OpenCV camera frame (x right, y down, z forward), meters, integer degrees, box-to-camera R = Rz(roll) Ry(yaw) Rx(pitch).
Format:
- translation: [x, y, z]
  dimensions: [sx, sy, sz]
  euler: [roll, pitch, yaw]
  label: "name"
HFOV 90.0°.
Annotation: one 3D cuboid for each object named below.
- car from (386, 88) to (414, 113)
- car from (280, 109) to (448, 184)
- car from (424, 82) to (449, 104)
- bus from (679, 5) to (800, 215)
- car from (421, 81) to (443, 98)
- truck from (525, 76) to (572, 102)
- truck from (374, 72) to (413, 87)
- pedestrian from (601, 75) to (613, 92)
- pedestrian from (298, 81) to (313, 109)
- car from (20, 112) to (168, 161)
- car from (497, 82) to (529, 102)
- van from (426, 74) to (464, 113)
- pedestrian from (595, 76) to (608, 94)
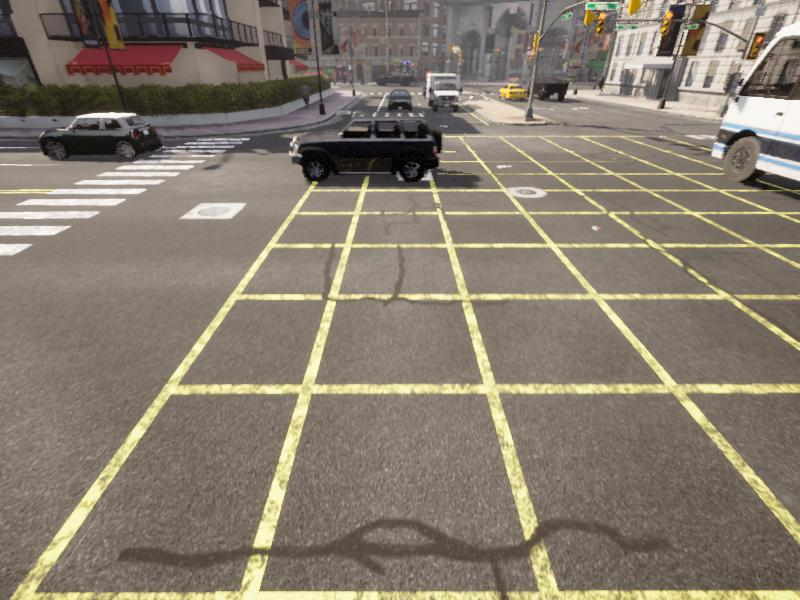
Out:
- translation: [0.010, -16.165, 32.277]
  dimensions: [2.033, 1.411, 5.357]
  euler: [0, 30, 0]
  label: "car"
- translation: [-0.988, -4.747, 12.262]
  dimensions: [4.605, 1.855, 1.932]
  euler: [0, 30, 0]
  label: "car"
- translation: [3.513, -20.369, 39.237]
  dimensions: [2.033, 1.649, 4.856]
  euler: [0, 30, 0]
  label: "car"
- translation: [11.382, -3.630, 8.002]
  dimensions: [3.944, 4.253, 10.273]
  euler: [0, 31, 0]
  label: "bus"
- translation: [3.560, -23.946, 45.472]
  dimensions: [2.128, 1.511, 4.902]
  euler: [0, 30, 0]
  label: "car"
- translation: [15.014, -21.669, 40.994]
  dimensions: [2.390, 2.098, 6.274]
  euler: [0, 30, 0]
  label: "truck"
- translation: [-1.090, -37.411, 67.922]
  dimensions: [6.274, 2.098, 2.390]
  euler: [8, 31, 13]
  label: "truck"
- translation: [26.724, -27.991, 51.694]
  dimensions: [0.751, 1.860, 0.751]
  euler: [2, 30, 3]
  label: "pedestrian"
- translation: [-7.202, -15.663, 30.608]
  dimensions: [0.751, 1.860, 0.751]
  euler: [0, 30, 0]
  label: "pedestrian"
- translation: [-11.497, -6.311, 15.338]
  dimensions: [3.806, 1.475, 1.970]
  euler: [0, 30, 0]
  label: "car"
- translation: [11.514, -21.499, 41.215]
  dimensions: [1.801, 1.575, 5.366]
  euler: [0, 30, 0]
  label: "car"
- translation: [3.509, -16.843, 32.413]
  dimensions: [2.351, 2.431, 6.366]
  euler: [0, 30, 0]
  label: "van"
- translation: [23.614, -25.169, 46.867]
  dimensions: [0.751, 1.860, 0.751]
  euler: [3, 30, 4]
  label: "pedestrian"
